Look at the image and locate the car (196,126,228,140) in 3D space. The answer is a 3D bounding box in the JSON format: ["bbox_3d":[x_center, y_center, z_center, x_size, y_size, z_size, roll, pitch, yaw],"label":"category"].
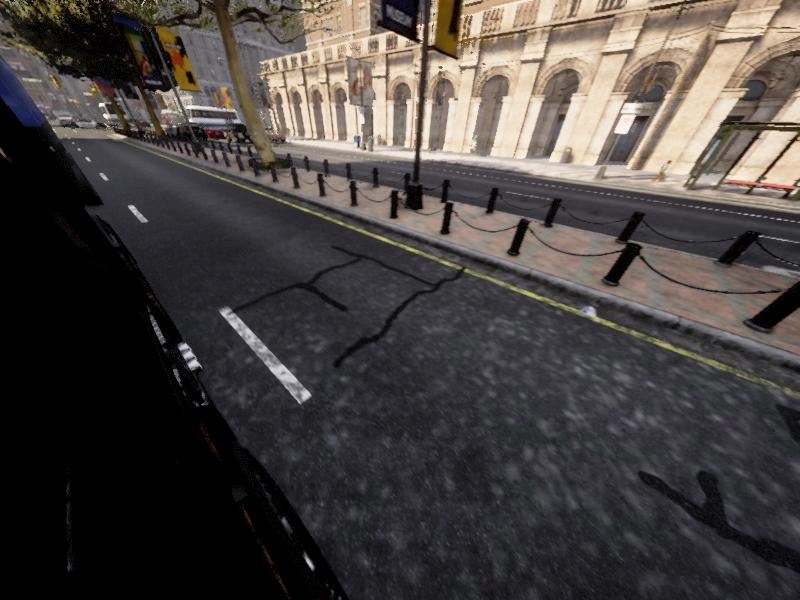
[{"bbox_3d":[-26.250,-23.339,32.214,4.181,1.385,1.994,28,44,30],"label":"car"}]

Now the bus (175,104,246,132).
[{"bbox_3d":[-40.488,-39.065,50.030,3.944,4.253,10.273,22,41,25],"label":"bus"}]

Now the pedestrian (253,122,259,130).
[{"bbox_3d":[-41.710,-50.413,66.859,0.751,1.860,0.751,28,44,30],"label":"pedestrian"}]

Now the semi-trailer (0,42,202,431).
[{"bbox_3d":[-8.708,-3.585,4.238,14.254,4.402,2.717,28,44,30],"label":"semi-trailer"}]

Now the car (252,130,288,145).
[{"bbox_3d":[-16.485,-20.675,29.275,4.718,1.301,1.895,28,44,30],"label":"car"}]

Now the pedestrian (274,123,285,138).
[{"bbox_3d":[-19.536,-27.473,37.442,0.751,1.860,0.751,22,41,24],"label":"pedestrian"}]

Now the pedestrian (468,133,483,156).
[{"bbox_3d":[7.509,-15.522,23.032,0.751,1.860,0.751,28,44,30],"label":"pedestrian"}]

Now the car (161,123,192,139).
[{"bbox_3d":[-29.963,-22.647,30.934,3.633,1.501,1.845,28,44,30],"label":"car"}]

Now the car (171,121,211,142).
[{"bbox_3d":[-24.826,-20.061,27.481,4.605,1.855,1.932,28,44,30],"label":"car"}]

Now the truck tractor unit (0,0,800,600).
[{"bbox_3d":[-2.645,-0.295,0.351,6.516,4.208,3.053,28,44,30],"label":"truck tractor unit"}]

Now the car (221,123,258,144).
[{"bbox_3d":[-19.048,-19.737,27.379,3.866,1.878,1.905,28,44,30],"label":"car"}]

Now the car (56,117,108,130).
[{"bbox_3d":[-53.495,-29.702,38.992,2.038,1.542,4.974,28,44,30],"label":"car"}]

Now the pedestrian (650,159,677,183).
[{"bbox_3d":[14.942,-7.329,13.133,0.500,1.100,0.500,23,41,25],"label":"pedestrian"}]

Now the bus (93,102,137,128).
[{"bbox_3d":[-66.135,-42.830,53.554,10.273,4.253,3.944,28,44,30],"label":"bus"}]
